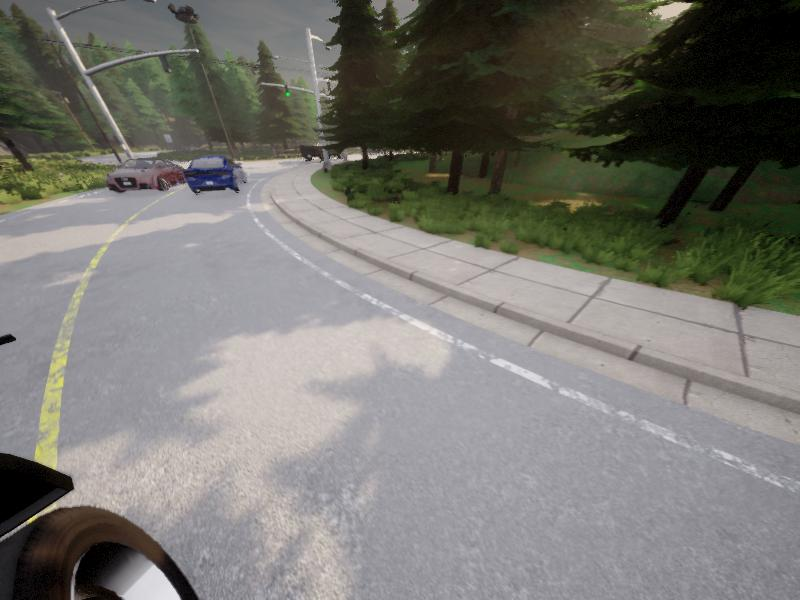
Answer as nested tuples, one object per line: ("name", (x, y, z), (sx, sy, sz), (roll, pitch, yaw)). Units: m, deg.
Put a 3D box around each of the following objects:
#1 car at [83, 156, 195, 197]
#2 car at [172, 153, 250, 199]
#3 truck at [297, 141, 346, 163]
("car", (-13.115, -6.602, 12.098), (1.994, 1.385, 4.181), (-9, 36, -14))
("car", (-9.525, -6.712, 12.168), (1.882, 1.535, 5.008), (-13, 37, -19))
("truck", (-9.336, -18.335, 28.441), (2.390, 2.098, 6.274), (11, 36, 15))
